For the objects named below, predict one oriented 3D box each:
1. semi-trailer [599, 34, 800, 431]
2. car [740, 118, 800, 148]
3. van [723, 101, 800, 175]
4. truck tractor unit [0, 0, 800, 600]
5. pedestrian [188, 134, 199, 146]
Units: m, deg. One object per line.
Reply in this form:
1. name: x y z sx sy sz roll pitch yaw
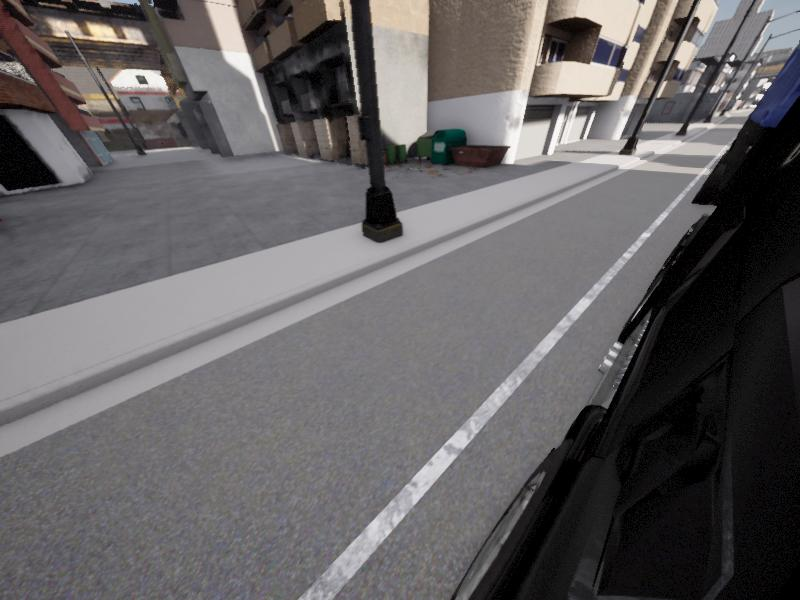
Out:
1. semi-trailer: 8.654 -3.630 4.278 14.254 4.402 2.717 -29 44 -30
2. car: 28.457 -12.826 17.688 4.902 1.511 2.128 -28 44 -29
3. van: 18.279 -7.789 10.906 6.366 2.431 2.351 -28 44 -30
4. truck tractor unit: 2.645 -0.295 0.351 6.516 4.208 3.053 -28 44 -30
5. pedestrian: -40.930 -31.730 45.788 0.751 1.860 0.751 -29 44 -30
